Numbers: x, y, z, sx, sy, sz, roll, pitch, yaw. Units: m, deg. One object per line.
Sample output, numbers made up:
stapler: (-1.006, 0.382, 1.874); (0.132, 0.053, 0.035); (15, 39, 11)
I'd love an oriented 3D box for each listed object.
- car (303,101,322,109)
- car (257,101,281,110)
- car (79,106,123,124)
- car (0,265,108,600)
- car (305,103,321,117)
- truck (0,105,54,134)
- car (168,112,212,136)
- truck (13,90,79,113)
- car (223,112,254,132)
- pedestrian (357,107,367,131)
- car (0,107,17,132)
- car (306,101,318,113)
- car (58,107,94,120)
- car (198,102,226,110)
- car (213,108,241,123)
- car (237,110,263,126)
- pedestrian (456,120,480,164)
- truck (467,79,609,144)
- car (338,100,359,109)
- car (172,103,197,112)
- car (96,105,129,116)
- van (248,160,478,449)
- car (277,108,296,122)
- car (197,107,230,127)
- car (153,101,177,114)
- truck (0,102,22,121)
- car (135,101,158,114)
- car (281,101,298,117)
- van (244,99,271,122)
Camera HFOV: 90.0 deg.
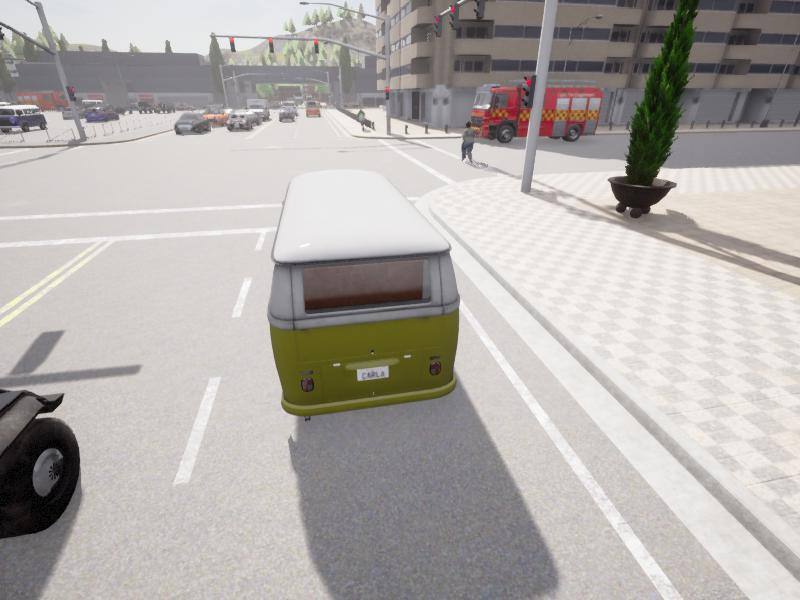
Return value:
car: (-21.187, -47.166, 96.699); (5.008, 1.535, 1.882); (24, 36, 39)
car: (-29.268, -43.464, 89.391); (4.856, 1.649, 2.033); (-5, 28, -10)
car: (-35.285, -21.957, 47.346); (2.242, 1.667, 4.611); (-5, 28, -10)
car: (-3.361, 1.528, 1.573); (1.905, 1.878, 3.866); (-5, 28, -10)
car: (-13.297, -28.994, 61.068); (2.097, 1.767, 4.553); (-5, 28, -10)
truck: (-32.343, -15.447, 34.102); (2.069, 2.038, 4.478); (-5, 28, -10)
car: (-17.975, -15.260, 34.542); (2.033, 1.649, 4.856); (-5, 27, -10)
truck: (-67.362, -37.977, 76.386); (8.468, 3.827, 2.891); (-5, 28, -9)
car: (-15.059, -16.678, 37.457); (1.970, 1.475, 3.806); (-5, 28, -10)
pedestrian: (-3.354, -15.949, 35.215); (0.751, 1.860, 0.751); (-5, 28, -10)
car: (-35.169, -15.073, 33.585); (1.932, 1.855, 4.605); (-5, 28, -10)
car: (-16.087, -35.348, 73.341); (1.905, 1.878, 3.866); (-5, 28, -10)
car: (-42.056, -24.275, 52.023); (1.970, 1.475, 3.806); (-5, 28, -10)
car: (-41.015, -42.350, 87.304); (4.974, 1.542, 2.038); (-5, 28, -10)
car: (-21.408, -22.965, 49.690); (2.163, 1.488, 4.792); (-5, 28, -10)
car: (-16.647, -20.224, 44.474); (1.994, 1.385, 4.181); (-5, 28, -10)
pedestrian: (3.193, -7.474, 18.933); (0.751, 1.860, 0.751); (-9, 29, -17)
truck: (9.339, -13.071, 27.715); (8.468, 3.827, 2.891); (-5, 28, -10)
car: (-12.285, -46.828, 95.657); (4.605, 1.855, 1.932); (-5, 28, -10)
car: (-43.407, -38.804, 80.627); (3.806, 1.475, 1.970); (-5, 28, -10)
car: (-44.211, -29.223, 61.637); (2.033, 1.415, 5.357); (-5, 28, -10)
van: (-0.681, -0.530, 5.469); (1.775, 1.987, 4.442); (-5, 28, -10)
car: (-14.654, -24.026, 51.838); (2.033, 1.411, 5.357); (-6, 28, -11)
car: (-19.894, -19.679, 42.952); (2.097, 1.767, 4.553); (-5, 28, -10)
car: (-39.950, -32.799, 68.070); (1.932, 1.855, 4.605); (-5, 28, -10)
truck: (-50.564, -23.782, 50.341); (2.069, 2.038, 4.478); (-5, 28, -10)
car: (-42.800, -32.562, 67.619); (1.905, 1.878, 3.866); (-5, 28, -10)
car: (-17.259, -30.011, 62.776); (2.150, 2.045, 5.566); (-5, 28, -10)
van: (-18.383, -24.619, 51.868); (2.351, 2.431, 6.366); (-5, 28, -10)
